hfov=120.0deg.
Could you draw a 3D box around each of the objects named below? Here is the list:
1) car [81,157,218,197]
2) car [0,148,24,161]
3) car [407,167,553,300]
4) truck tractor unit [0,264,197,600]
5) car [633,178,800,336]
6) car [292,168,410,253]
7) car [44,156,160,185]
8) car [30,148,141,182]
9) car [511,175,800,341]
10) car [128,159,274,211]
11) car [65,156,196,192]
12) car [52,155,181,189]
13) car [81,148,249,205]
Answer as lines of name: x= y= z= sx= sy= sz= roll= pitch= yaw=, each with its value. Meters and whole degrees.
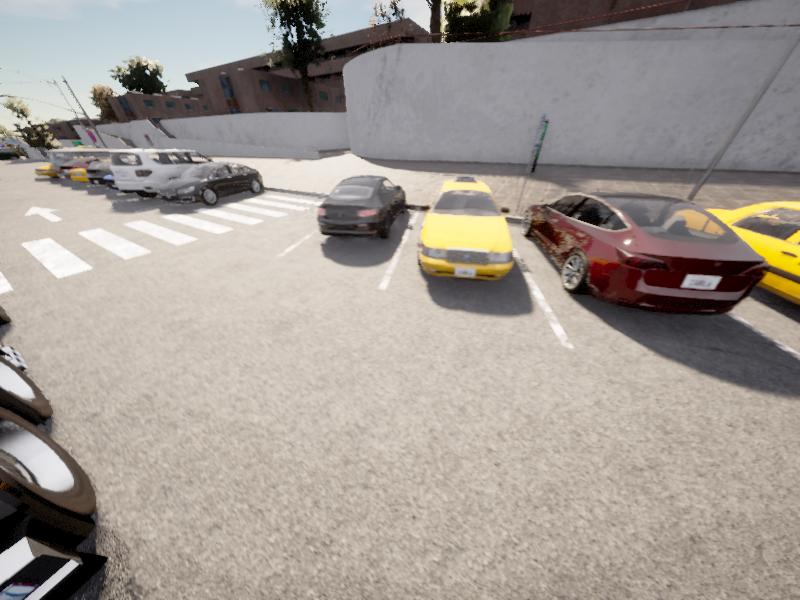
car: x=-13.908 y=-7.313 z=13.448 sx=2.097 sy=1.535 sz=5.008 roll=6 pitch=34 yaw=8
car: x=-72.128 y=-26.003 z=41.221 sx=1.878 sy=1.987 sz=4.442 roll=5 pitch=34 yaw=9
car: x=1.553 y=-2.226 z=5.865 sx=1.946 sy=1.575 sz=5.366 roll=6 pitch=35 yaw=8
truck tractor unit: x=-5.117 y=-0.291 z=0.790 sx=6.516 sy=4.208 sz=3.053 roll=18 pitch=39 yaw=24
car: x=6.720 y=-0.548 z=3.399 sx=1.946 sy=1.575 sz=5.366 roll=6 pitch=35 yaw=8
car: x=-1.002 y=-3.127 z=7.273 sx=2.002 sy=1.452 sz=4.674 roll=5 pitch=34 yaw=8
car: x=-21.660 y=-9.772 z=17.215 sx=2.163 sy=1.488 sz=4.792 roll=5 pitch=34 yaw=9
car: x=-24.263 y=-10.725 z=18.197 sx=1.878 sy=1.987 sz=4.442 roll=6 pitch=34 yaw=8
car: x=4.169 y=-1.480 z=4.827 sx=2.163 sy=1.488 sz=4.792 roll=5 pitch=34 yaw=8
car: x=-8.739 y=-5.659 z=10.970 sx=2.231 sy=1.521 sz=4.892 roll=6 pitch=34 yaw=8
car: x=-16.499 y=-8.131 z=14.683 sx=2.231 sy=1.521 sz=4.892 roll=5 pitch=34 yaw=9
car: x=-19.049 y=-9.064 z=16.080 sx=1.946 sy=1.575 sz=5.366 roll=5 pitch=34 yaw=9
car: x=-11.331 y=-6.711 z=12.087 sx=2.435 sy=2.045 sz=5.566 roll=5 pitch=34 yaw=8
